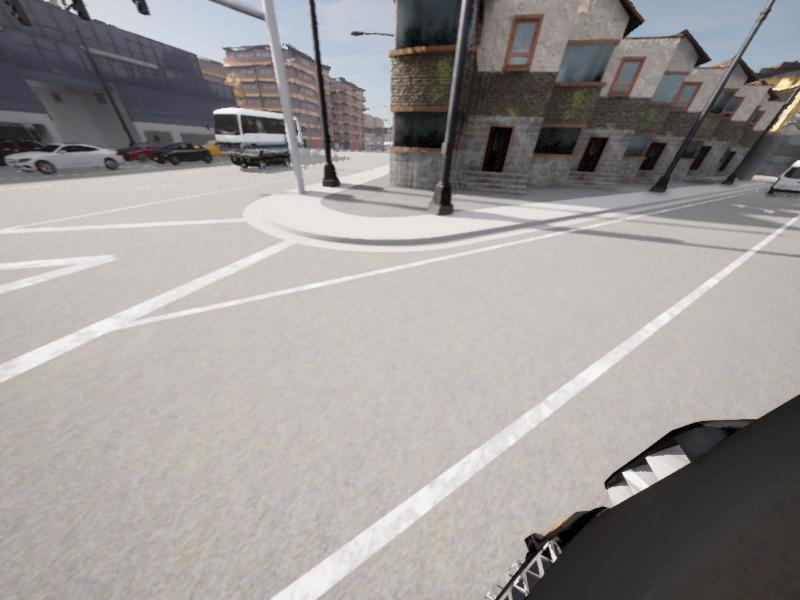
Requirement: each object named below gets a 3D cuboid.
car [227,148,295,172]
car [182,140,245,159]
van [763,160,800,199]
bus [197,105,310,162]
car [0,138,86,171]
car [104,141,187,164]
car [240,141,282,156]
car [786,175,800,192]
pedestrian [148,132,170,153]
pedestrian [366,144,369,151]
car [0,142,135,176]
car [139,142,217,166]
[{"bbox_3d":[-10.930,-11.402,18.649,1.895,1.301,4.718,11,36,11],"label":"car"},{"bbox_3d":[-19.689,-16.173,24.727,1.882,1.535,5.008,11,36,11],"label":"car"},{"bbox_3d":[34.389,-10.328,19.677,5.915,2.561,1.988,-15,38,-24],"label":"van"},{"bbox_3d":[-15.259,-18.490,25.910,3.944,4.253,10.273,11,36,11],"label":"bus"},{"bbox_3d":[-23.317,-8.737,13.826,1.837,1.490,4.892,10,35,11],"label":"car"},{"bbox_3d":[-21.362,-12.637,19.716,1.994,1.385,4.181,11,36,12],"label":"car"},{"bbox_3d":[-17.910,-19.853,30.119,1.812,1.442,4.674,11,36,12],"label":"car"},{"bbox_3d":[40.931,-11.496,22.822,3.633,1.501,1.845,-13,37,-22],"label":"car"},{"bbox_3d":[-25.910,-16.938,24.865,0.751,1.860,0.751,2,34,-2],"label":"pedestrian"},{"bbox_3d":[-10.154,-47.679,72.058,0.751,1.860,0.751,11,35,12],"label":"pedestrian"},{"bbox_3d":[-19.720,-8.541,13.818,1.812,1.442,4.674,11,35,11],"label":"car"},{"bbox_3d":[-17.980,-12.099,19.057,1.816,1.474,4.193,11,35,11],"label":"car"}]
